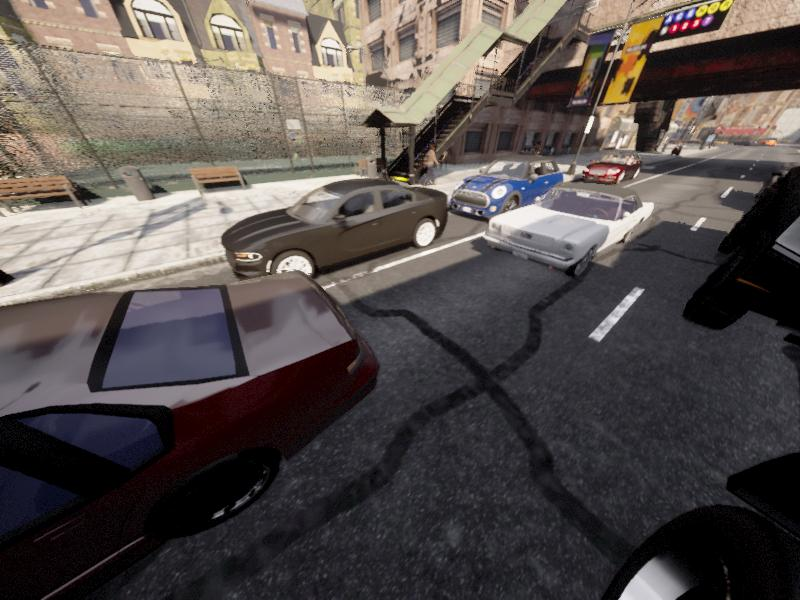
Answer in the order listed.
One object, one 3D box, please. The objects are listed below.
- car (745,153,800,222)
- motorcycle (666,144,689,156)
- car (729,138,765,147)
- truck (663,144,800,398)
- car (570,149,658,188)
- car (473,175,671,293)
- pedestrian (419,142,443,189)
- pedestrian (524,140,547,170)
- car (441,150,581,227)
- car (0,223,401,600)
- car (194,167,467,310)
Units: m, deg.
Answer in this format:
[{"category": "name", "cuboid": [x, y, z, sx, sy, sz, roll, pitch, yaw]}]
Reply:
[{"category": "car", "cuboid": [14.707, -4.129, 8.223, 5.238, 1.638, 1.930, -23, 41, -29]}, {"category": "motorcycle", "cuboid": [34.486, -18.686, 28.778, 0.856, 1.236, 1.805, 13, 37, 19]}, {"category": "car", "cuboid": [85.409, -38.820, 56.948, 2.242, 1.667, 4.611, 6, 36, 8]}, {"category": "truck", "cuboid": [6.772, -0.858, 3.250, 6.274, 2.098, 2.390, -23, 41, -29]}, {"category": "car", "cuboid": [12.611, -7.866, 13.624, 4.892, 1.521, 2.231, -24, 41, -29]}, {"category": "car", "cuboid": [4.124, -1.910, 5.455, 4.718, 1.301, 1.895, -24, 41, -29]}, {"category": "pedestrian", "cuboid": [1.469, -6.482, 11.155, 0.751, 1.860, 0.751, -19, 39, -24]}, {"category": "pedestrian", "cuboid": [10.226, -10.997, 17.488, 0.751, 1.860, 0.751, -21, 40, -27]}, {"category": "car", "cuboid": [3.964, -4.232, 8.318, 4.553, 1.767, 2.185, -24, 41, -29]}, {"category": "car", "cuboid": [-2.745, 1.037, 1.244, 5.357, 1.411, 2.033, -24, 41, -29]}, {"category": "car", "cuboid": [-1.096, -1.827, 5.166, 5.008, 1.535, 2.097, -24, 41, -29]}]
